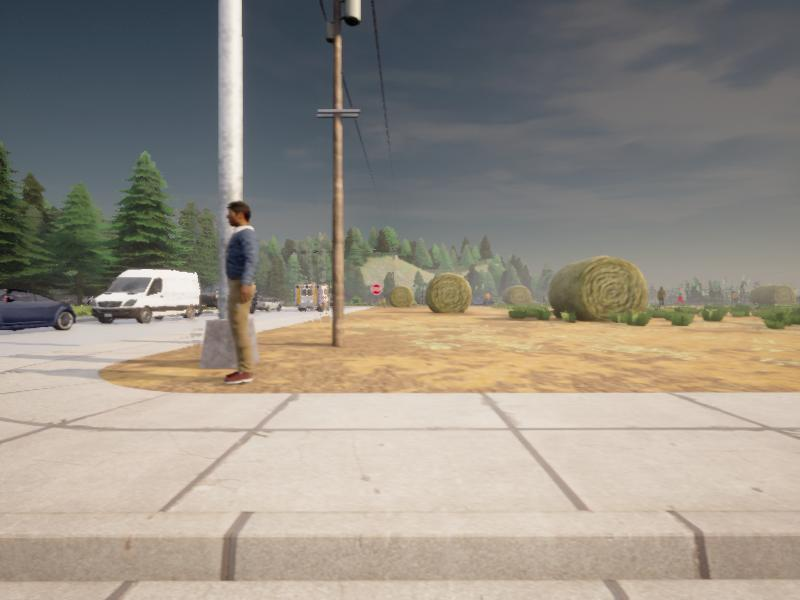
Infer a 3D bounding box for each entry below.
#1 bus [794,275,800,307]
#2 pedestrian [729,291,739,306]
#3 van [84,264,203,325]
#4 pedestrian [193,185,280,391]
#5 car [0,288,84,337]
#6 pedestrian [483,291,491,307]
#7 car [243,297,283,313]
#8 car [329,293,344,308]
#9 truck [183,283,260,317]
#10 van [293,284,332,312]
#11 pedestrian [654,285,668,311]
[{"bbox_3d":[59.066,-1.242,52.615,10.273,4.253,3.944,0,0,4],"label":"bus"},{"bbox_3d":[39.772,-0.187,47.613,0.751,1.860,0.751,0,0,-30],"label":"pedestrian"},{"bbox_3d":[-12.147,-0.231,19.632,1.988,2.561,5.915,0,0,1],"label":"van"},{"bbox_3d":[-1.635,-0.109,4.084,0.751,1.860,0.751,0,0,-19],"label":"pedestrian"},{"bbox_3d":[-12.265,0.354,12.148,1.994,1.385,4.181,0,0,1],"label":"car"},{"bbox_3d":[10.119,-0.132,46.458,0.751,1.860,0.751,0,0,26],"label":"pedestrian"},{"bbox_3d":[-11.909,0.389,35.113,1.895,1.301,4.718,0,0,1],"label":"car"},{"bbox_3d":[-8.490,0.079,53.681,1.905,1.878,3.866,0,0,-9],"label":"car"},{"bbox_3d":[-11.999,-0.012,27.510,2.390,2.098,6.274,0,0,1],"label":"truck"},{"bbox_3d":[-8.327,-0.182,38.892,2.351,2.431,6.366,0,0,1],"label":"van"},{"bbox_3d":[19.268,-0.151,29.495,0.751,1.860,0.751,0,0,42],"label":"pedestrian"}]
